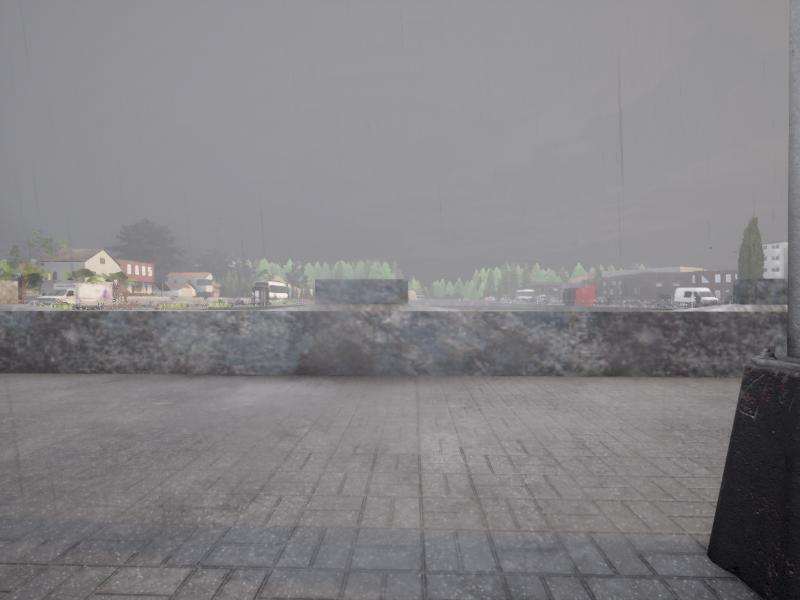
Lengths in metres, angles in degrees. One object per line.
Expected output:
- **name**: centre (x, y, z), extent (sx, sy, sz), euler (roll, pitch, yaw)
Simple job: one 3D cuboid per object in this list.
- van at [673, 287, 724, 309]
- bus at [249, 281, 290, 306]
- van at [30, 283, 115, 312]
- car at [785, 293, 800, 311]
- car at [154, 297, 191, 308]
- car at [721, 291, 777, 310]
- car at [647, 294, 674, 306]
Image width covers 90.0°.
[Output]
- **van**: centre (36.849, -0.282, 49.639), extent (1.988, 2.561, 5.915), euler (0, 1, 2)
- **bus**: centre (-24.164, -1.139, 74.720), extent (3.944, 4.253, 10.273), euler (0, 0, 2)
- **van**: centre (-29.349, -0.222, 36.230), extent (2.351, 2.431, 6.366), euler (0, 0, 2)
- **car**: centre (36.340, 0.201, 34.239), extent (1.801, 1.575, 5.366), euler (0, 0, 2)
- **car**: centre (-28.853, 0.343, 50.849), extent (1.895, 1.301, 4.718), euler (0, 0, 2)
- **car**: centre (36.603, 0.052, 42.120), extent (1.932, 1.855, 4.605), euler (0, 0, 2)
- **car**: centre (41.321, 0.046, 63.513), extent (1.905, 1.878, 3.866), euler (0, 0, 2)
